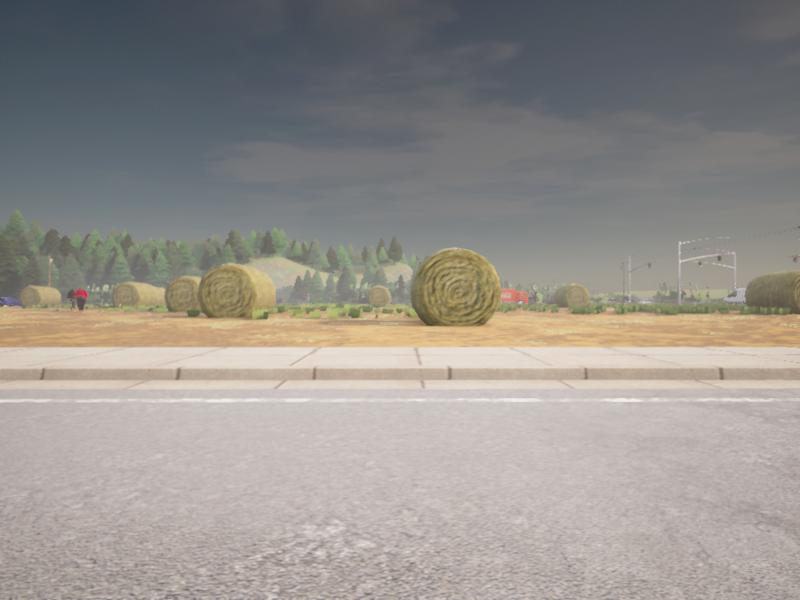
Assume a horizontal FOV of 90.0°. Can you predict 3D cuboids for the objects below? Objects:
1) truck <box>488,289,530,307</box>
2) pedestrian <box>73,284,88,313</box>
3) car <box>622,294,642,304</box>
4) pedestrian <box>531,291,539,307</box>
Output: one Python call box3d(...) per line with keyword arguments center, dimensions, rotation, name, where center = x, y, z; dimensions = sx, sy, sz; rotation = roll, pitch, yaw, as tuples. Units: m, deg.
box3d(center=(15.151, -0.263, 55.794), dimensions=(5.204, 2.467, 2.627), rotation=(0, 0, 4), name="truck")
box3d(center=(-21.448, -0.104, 26.842), dimensions=(0.751, 1.860, 0.751), rotation=(0, 0, -38), name="pedestrian")
box3d(center=(42.265, -0.212, 72.910), dimensions=(1.789, 1.549, 3.705), rotation=(0, 3, 6), name="car")
box3d(center=(16.387, -0.133, 48.485), dimensions=(0.751, 1.860, 0.751), rotation=(0, 0, -3), name="pedestrian")
